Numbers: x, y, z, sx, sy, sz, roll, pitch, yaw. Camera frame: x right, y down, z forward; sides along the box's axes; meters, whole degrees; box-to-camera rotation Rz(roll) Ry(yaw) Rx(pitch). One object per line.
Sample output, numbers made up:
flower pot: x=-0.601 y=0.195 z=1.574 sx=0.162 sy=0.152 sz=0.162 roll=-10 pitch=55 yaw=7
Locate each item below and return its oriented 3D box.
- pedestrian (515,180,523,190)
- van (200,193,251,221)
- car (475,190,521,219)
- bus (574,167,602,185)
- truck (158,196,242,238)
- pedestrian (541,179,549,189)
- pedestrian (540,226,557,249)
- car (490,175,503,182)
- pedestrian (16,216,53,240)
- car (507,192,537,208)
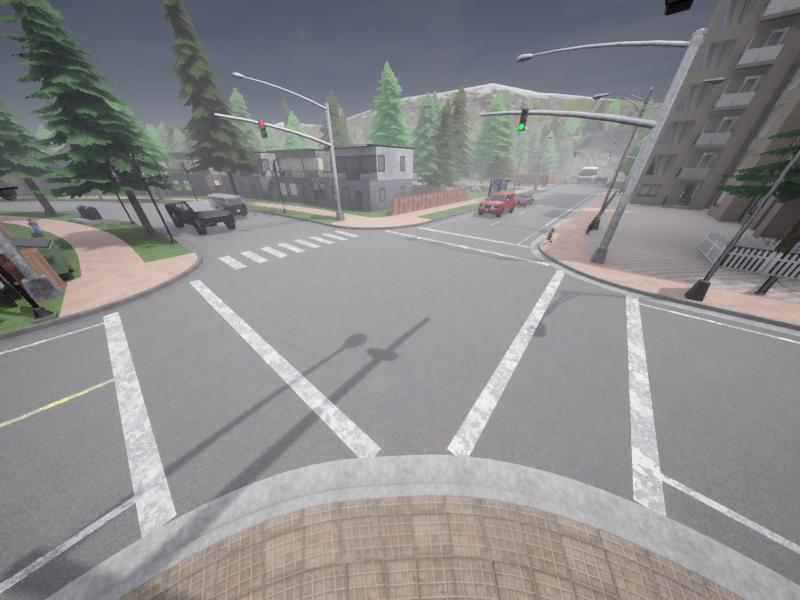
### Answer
pedestrian: x=23.823 y=-23.082 z=46.332 sx=0.751 sy=1.860 sz=0.751 roll=24 pitch=37 yaw=35
van: x=-16.742 y=-9.037 z=22.194 sx=4.442 sy=1.987 sz=1.775 roll=17 pitch=34 yaw=27
car: x=10.071 y=-9.866 z=23.608 sx=2.150 sy=2.045 sz=5.566 roll=24 pitch=38 yaw=35
bus: x=53.958 y=-35.694 z=66.140 sx=3.944 sy=4.253 sz=10.273 roll=24 pitch=38 yaw=35
truck: x=-15.490 y=-6.599 z=17.860 sx=6.274 sy=2.098 sz=2.390 roll=18 pitch=34 yaw=28
pedestrian: x=30.657 y=-24.492 z=48.775 sx=0.751 sy=1.860 sz=0.751 roll=0 pitch=30 yaw=1
pedestrian: x=8.590 y=-3.628 z=13.398 sx=0.500 sy=1.100 sz=0.500 roll=20 pitch=36 yaw=31
car: x=29.590 y=-37.325 z=71.038 sx=1.932 sy=1.855 sz=4.605 roll=23 pitch=37 yaw=34
pedestrian: x=-23.826 y=-4.735 z=15.077 sx=0.751 sy=1.300 sz=0.751 roll=15 pitch=33 yaw=25
car: x=15.349 y=-12.575 z=28.979 sx=1.994 sy=1.385 sz=4.181 roll=24 pitch=38 yaw=35
